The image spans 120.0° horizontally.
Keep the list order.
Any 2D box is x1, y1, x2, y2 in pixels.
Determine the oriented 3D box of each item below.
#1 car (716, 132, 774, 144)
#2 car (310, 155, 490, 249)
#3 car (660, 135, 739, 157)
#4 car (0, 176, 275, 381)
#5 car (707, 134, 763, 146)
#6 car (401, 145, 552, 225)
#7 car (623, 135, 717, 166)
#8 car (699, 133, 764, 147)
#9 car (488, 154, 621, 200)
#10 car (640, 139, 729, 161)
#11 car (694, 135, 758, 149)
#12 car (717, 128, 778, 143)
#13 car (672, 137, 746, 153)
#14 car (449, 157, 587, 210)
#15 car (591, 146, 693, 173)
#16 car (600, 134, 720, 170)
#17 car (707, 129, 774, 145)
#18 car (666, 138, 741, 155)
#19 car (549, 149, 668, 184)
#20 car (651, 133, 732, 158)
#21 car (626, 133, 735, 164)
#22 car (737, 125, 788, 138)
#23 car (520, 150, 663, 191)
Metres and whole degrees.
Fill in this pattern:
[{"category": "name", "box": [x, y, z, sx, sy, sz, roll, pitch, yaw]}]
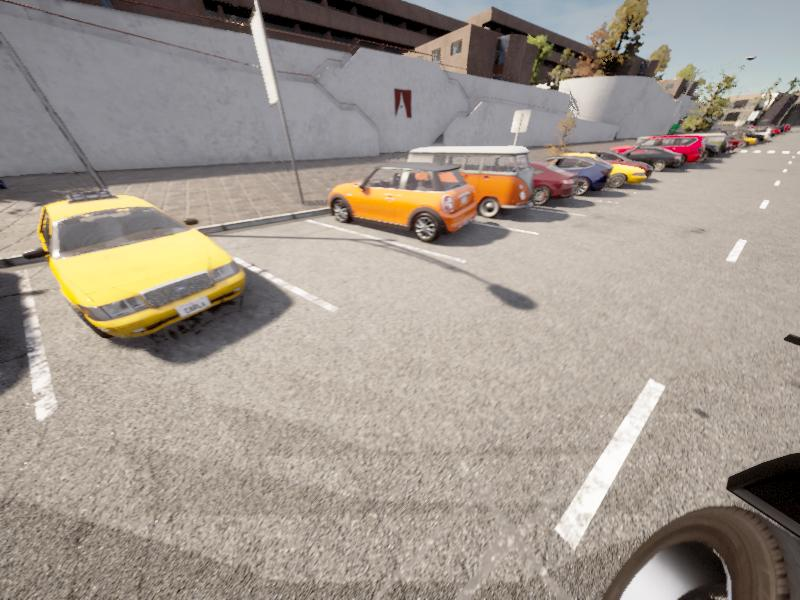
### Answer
[{"category": "car", "box": [61.260, -28.887, 41.170, 5.366, 1.575, 1.946, 21, 41, 29]}, {"category": "car", "box": [-0.128, -3.190, 6.884, 4.553, 1.767, 2.185, 21, 41, 29]}, {"category": "car", "box": [31.642, -16.508, 24.726, 4.553, 1.767, 2.185, 21, 41, 29]}, {"category": "car", "box": [-4.883, -1.042, 4.104, 5.366, 1.575, 1.946, 21, 40, 29]}, {"category": "car", "box": [53.730, -25.753, 37.189, 4.674, 1.452, 2.002, 21, 41, 29]}, {"category": "car", "box": [2.395, -4.255, 8.180, 4.442, 1.987, 1.878, 21, 40, 29]}, {"category": "car", "box": [21.944, -12.430, 19.172, 4.442, 1.987, 1.878, 21, 41, 29]}, {"category": "car", "box": [51.117, -24.794, 35.875, 5.366, 1.575, 1.946, 21, 41, 29]}, {"category": "car", "box": [7.158, -6.106, 11.153, 4.792, 1.488, 2.163, 21, 41, 29]}, {"category": "car", "box": [26.740, -14.344, 22.081, 4.892, 1.521, 2.231, 21, 41, 29]}, {"category": "car", "box": [46.380, -22.622, 33.052, 4.792, 1.488, 2.163, 21, 41, 29]}, {"category": "car", "box": [63.535, -30.214, 42.486, 5.566, 2.045, 2.435, 21, 42, 29]}, {"category": "car", "box": [36.549, -18.460, 27.559, 4.792, 1.488, 2.163, 21, 41, 29]}, {"category": "car", "box": [4.742, -5.077, 9.760, 4.674, 1.452, 2.002, 21, 41, 29]}, {"category": "car", "box": [16.965, -10.181, 16.641, 4.674, 1.452, 2.002, 21, 41, 29]}, {"category": "car", "box": [19.374, -11.458, 17.856, 5.566, 2.045, 2.435, 21, 41, 29]}, {"category": "car", "box": [56.212, -27.029, 38.378, 5.566, 2.045, 2.435, 21, 41, 29]}, {"category": "car", "box": [34.066, -17.414, 26.198, 4.674, 1.452, 2.002, 21, 41, 29]}, {"category": "car", "box": [12.100, -8.130, 13.882, 4.792, 1.488, 2.163, 21, 40, 29]}, {"category": "car", "box": [29.075, -15.601, 23.374, 4.442, 1.987, 1.878, 21, 41, 29]}, {"category": "car", "box": [24.313, -13.513, 20.565, 5.566, 2.045, 2.435, 21, 41, 29]}, {"category": "car", "box": [83.244, -38.796, 53.256, 5.566, 2.045, 2.435, 21, 41, 29]}, {"category": "car", "box": [9.785, -7.089, 12.415, 5.366, 1.575, 1.946, 21, 40, 29]}]
